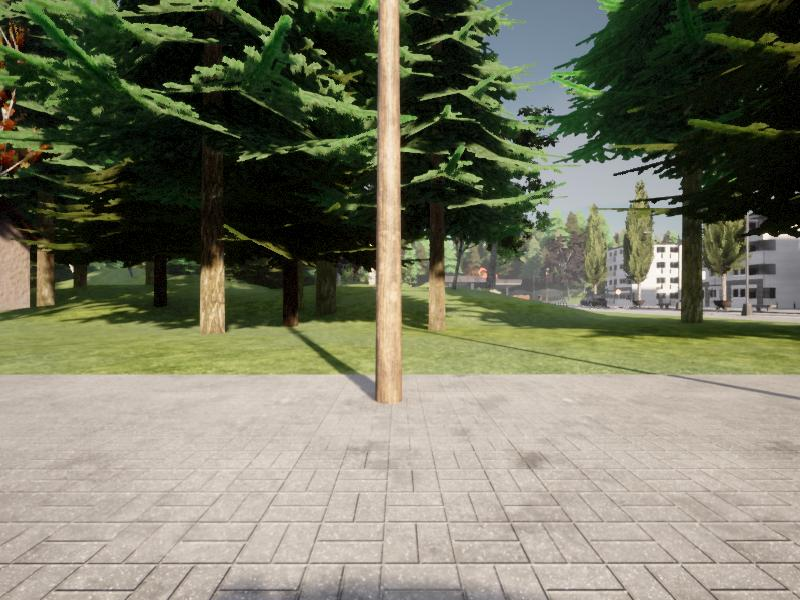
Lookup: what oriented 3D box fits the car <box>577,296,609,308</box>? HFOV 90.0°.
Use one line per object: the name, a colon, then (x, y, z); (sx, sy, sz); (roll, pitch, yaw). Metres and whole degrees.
car: (25.592, 0.243, 53.162); (1.837, 1.490, 4.892); (0, 0, 0)
